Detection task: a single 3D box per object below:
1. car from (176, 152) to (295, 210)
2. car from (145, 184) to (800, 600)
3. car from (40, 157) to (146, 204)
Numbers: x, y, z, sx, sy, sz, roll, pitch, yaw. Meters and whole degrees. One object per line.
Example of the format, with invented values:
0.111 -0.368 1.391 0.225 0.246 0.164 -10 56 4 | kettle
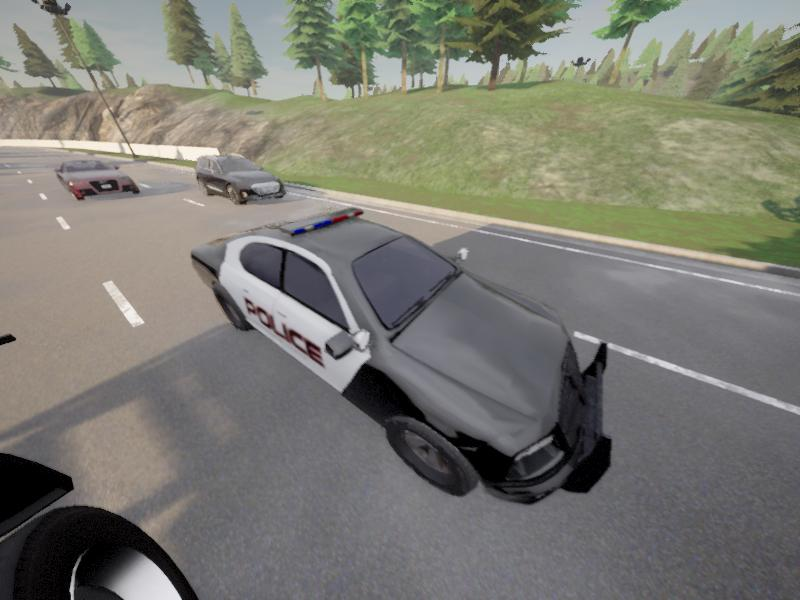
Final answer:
-7.184 -5.380 10.089 4.856 1.649 2.033 22 41 28 | car
-0.479 -0.133 2.769 4.974 1.542 2.038 23 41 28 | car
-13.979 -5.585 10.541 4.181 1.385 1.994 22 41 28 | car
